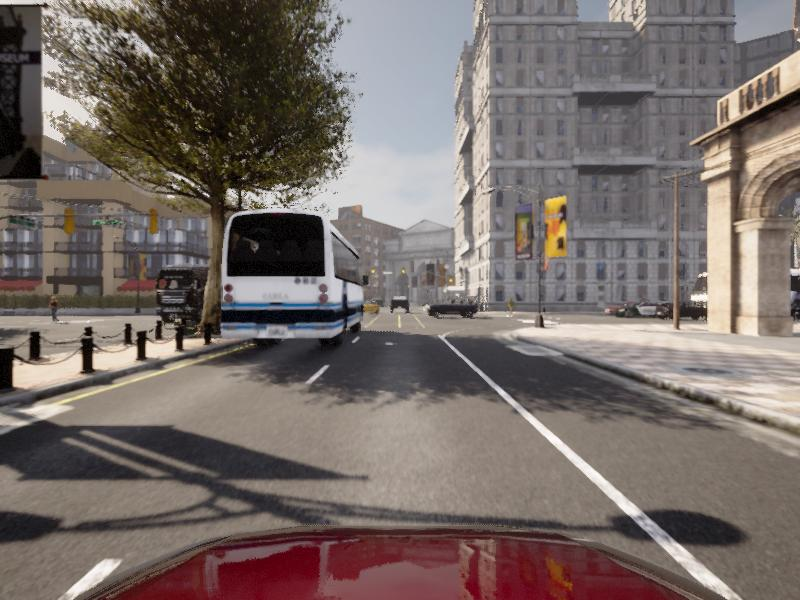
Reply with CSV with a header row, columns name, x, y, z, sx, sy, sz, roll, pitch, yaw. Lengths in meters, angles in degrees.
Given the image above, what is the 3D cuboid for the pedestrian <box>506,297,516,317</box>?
name,x,y,z,sx,sy,sz,roll,pitch,yaw
pedestrian,10.458,0.633,37.671,0.751,1.860,0.751,0,0,-1

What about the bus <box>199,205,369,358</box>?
name,x,y,z,sx,sy,sz,roll,pitch,yaw
bus,-3.630,-0.534,16.270,3.944,4.253,10.273,0,0,0

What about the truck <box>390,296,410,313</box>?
name,x,y,z,sx,sy,sz,roll,pitch,yaw
truck,-0.033,0.536,51.724,2.390,2.098,6.274,0,0,0

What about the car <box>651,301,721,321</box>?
name,x,y,z,sx,sy,sz,roll,pitch,yaw
car,22.527,0.850,31.591,4.193,1.474,1.816,0,0,0

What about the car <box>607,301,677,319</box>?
name,x,y,z,sx,sy,sz,roll,pitch,yaw
car,21.133,0.822,35.073,4.974,1.542,2.038,0,0,0

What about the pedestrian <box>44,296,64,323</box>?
name,x,y,z,sx,sy,sz,roll,pitch,yaw
pedestrian,-23.474,0.634,27.144,0.751,1.860,0.751,0,0,4

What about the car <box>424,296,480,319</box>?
name,x,y,z,sx,sy,sz,roll,pitch,yaw
car,4.461,0.653,34.967,4.605,1.855,1.932,1,0,0

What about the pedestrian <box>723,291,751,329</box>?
name,x,y,z,sx,sy,sz,roll,pitch,yaw
pedestrian,16.811,0.483,19.985,0.751,1.860,0.751,0,0,0

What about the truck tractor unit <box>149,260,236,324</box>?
name,x,y,z,sx,sy,sz,roll,pitch,yaw
truck tractor unit,-15.016,-0.523,29.666,3.053,4.208,6.516,0,0,0

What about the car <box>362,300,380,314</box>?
name,x,y,z,sx,sy,sz,roll,pitch,yaw
car,-3.532,0.795,49.158,1.801,1.575,5.366,0,0,0

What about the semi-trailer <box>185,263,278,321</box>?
name,x,y,z,sx,sy,sz,roll,pitch,yaw
semi-trailer,-15.021,-0.622,37.581,2.717,4.402,14.254,0,0,0

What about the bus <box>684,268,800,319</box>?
name,x,y,z,sx,sy,sz,roll,pitch,yaw
bus,31.342,-0.538,34.994,10.273,4.253,3.944,0,0,0

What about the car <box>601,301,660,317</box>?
name,x,y,z,sx,sy,sz,roll,pitch,yaw
car,22.186,0.865,38.574,4.674,1.442,1.812,0,0,0
